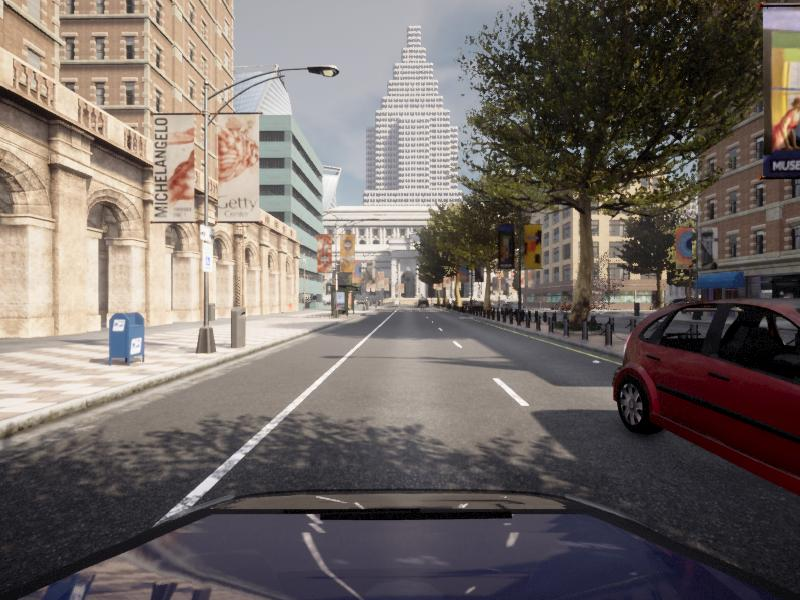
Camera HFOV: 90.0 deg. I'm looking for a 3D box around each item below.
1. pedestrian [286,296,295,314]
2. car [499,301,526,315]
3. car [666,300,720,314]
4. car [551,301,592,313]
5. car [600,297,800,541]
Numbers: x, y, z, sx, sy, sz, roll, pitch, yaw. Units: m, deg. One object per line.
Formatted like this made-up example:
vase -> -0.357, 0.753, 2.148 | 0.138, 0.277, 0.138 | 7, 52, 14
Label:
pedestrian -> -11.485, 0.485, 41.991 | 0.751, 1.860, 0.751 | 0, 0, 0
car -> 12.391, 0.853, 44.115 | 1.970, 1.475, 3.806 | 0, 0, 1
car -> 34.731, 0.826, 47.556 | 4.974, 1.542, 2.038 | 0, 0, -1
car -> 22.350, 0.851, 52.430 | 4.792, 1.488, 2.163 | 0, 0, 19
car -> 3.587, 0.788, 3.390 | 1.851, 1.617, 3.988 | 0, 0, 1
